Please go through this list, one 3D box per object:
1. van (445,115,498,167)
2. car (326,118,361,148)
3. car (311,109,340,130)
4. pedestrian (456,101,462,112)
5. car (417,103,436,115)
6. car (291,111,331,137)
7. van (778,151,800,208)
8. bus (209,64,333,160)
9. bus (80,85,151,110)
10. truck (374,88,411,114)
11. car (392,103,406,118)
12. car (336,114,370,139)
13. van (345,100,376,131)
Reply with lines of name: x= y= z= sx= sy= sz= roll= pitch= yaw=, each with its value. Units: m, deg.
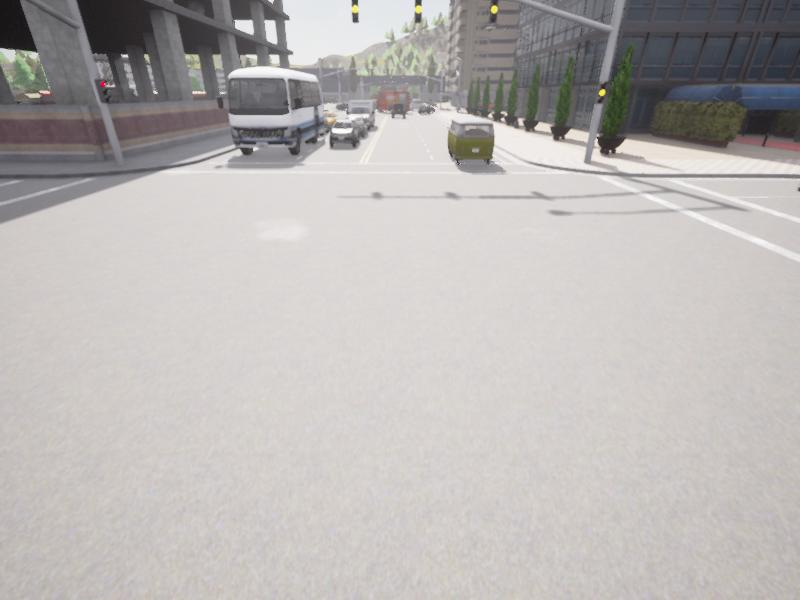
van: x=3.434 y=-8.048 z=20.052 sx=1.775 sy=1.987 sz=4.442 roll=0 pitch=27 yaw=0
car: x=-3.588 y=-10.911 z=26.038 sx=1.789 sy=1.549 sz=3.705 roll=0 pitch=27 yaw=0
car: x=-7.136 y=-17.603 z=38.964 sx=1.801 sy=1.575 sz=5.366 roll=0 pitch=27 yaw=0
pedestrian: x=10.652 y=-35.094 z=72.483 sx=0.751 sy=1.860 sz=0.751 roll=0 pitch=27 yaw=0
car: x=4.490 y=-31.713 z=66.406 sx=2.007 sy=1.525 sz=4.514 roll=9 pitch=29 yaw=16
car: x=-7.112 y=-14.397 z=32.650 sx=2.242 sy=1.667 sz=4.611 roll=0 pitch=27 yaw=0
van: x=15.247 y=-3.689 z=11.180 sx=6.366 sy=2.431 sz=2.351 roll=0 pitch=27 yaw=-1
bus: x=-6.959 y=-11.480 z=24.181 sx=3.944 sy=4.253 sz=10.273 roll=0 pitch=27 yaw=0
bus: x=-55.760 y=-39.820 z=78.744 sx=10.273 sy=4.253 sz=3.944 roll=0 pitch=27 yaw=0
truck: x=-1.403 y=-34.282 z=68.871 sx=2.891 sy=3.827 sz=8.468 roll=-12 pitch=30 yaw=-23
car: x=-0.198 y=-26.711 z=56.313 sx=1.905 sy=1.878 sz=3.866 roll=0 pitch=27 yaw=0
car: x=-3.607 y=-13.838 z=31.759 sx=2.128 sy=1.511 sz=4.902 roll=0 pitch=27 yaw=0
van: x=-3.634 y=-17.731 z=38.307 sx=2.351 sy=2.431 sz=6.366 roll=0 pitch=27 yaw=0
